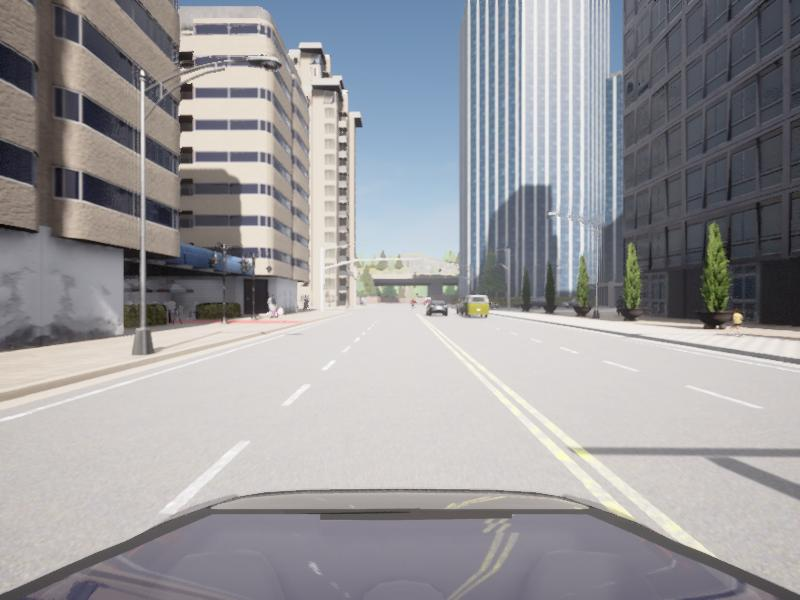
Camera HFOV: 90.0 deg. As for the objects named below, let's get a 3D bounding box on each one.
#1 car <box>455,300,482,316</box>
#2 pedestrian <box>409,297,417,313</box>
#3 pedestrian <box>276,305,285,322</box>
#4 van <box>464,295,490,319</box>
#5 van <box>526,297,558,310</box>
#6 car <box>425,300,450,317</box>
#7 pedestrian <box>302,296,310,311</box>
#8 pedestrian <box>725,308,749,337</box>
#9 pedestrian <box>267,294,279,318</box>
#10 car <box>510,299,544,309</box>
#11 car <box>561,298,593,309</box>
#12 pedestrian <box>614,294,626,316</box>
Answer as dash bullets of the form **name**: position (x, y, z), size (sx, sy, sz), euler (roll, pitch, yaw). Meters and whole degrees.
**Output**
- **car**: position (7.115, 0.780, 41.985), size (2.007, 1.525, 4.514), euler (0, 0, 0)
- **pedestrian**: position (1.529, 0.582, 47.927), size (0.751, 1.860, 0.751), euler (0, 0, -20)
- **pedestrian**: position (-7.448, 0.836, 24.955), size (0.500, 1.100, 0.500), euler (0, 0, -6)
- **van**: position (6.777, 0.558, 35.787), size (1.775, 1.987, 4.442), euler (0, 0, 4)
- **van**: position (22.648, 0.525, 64.037), size (4.442, 1.987, 1.775), euler (0, 0, 0)
- **car**: position (3.606, 0.784, 39.019), size (2.007, 1.525, 4.514), euler (0, 0, 0)
- **pedestrian**: position (-11.275, 0.431, 47.914), size (0.751, 1.860, 0.751), euler (0, 0, 2)
- **pedestrian**: position (13.043, 0.846, 15.491), size (0.500, 1.100, 0.500), euler (0, 0, -1)
- **pedestrian**: position (-9.816, 0.449, 30.954), size (0.751, 1.860, 0.751), euler (0, 0, -5)
- **car**: position (21.402, 0.694, 67.528), size (5.238, 1.638, 1.930), euler (0, 0, 0)
- **car**: position (29.926, 0.576, 67.592), size (4.605, 1.855, 1.932), euler (0, 0, 0)
- **pedestrian**: position (18.776, 0.433, 34.219), size (0.751, 1.860, 0.751), euler (0, 0, 15)
